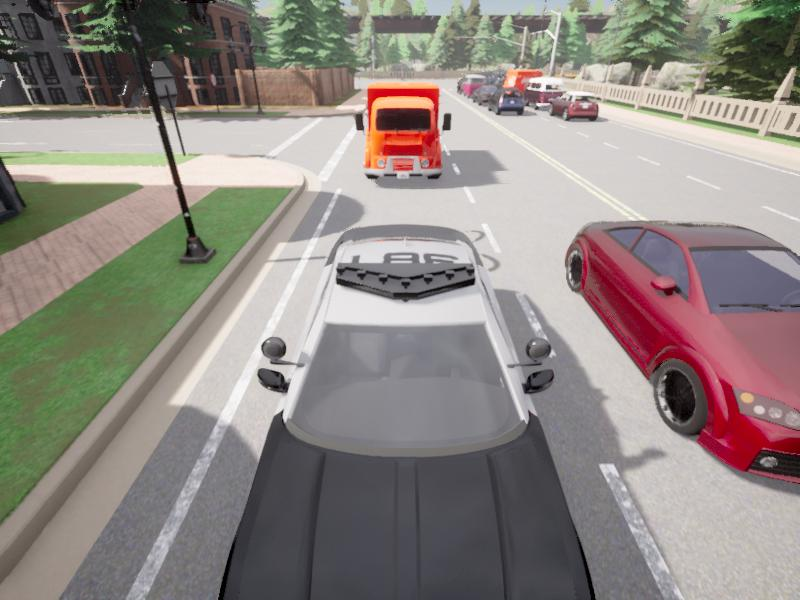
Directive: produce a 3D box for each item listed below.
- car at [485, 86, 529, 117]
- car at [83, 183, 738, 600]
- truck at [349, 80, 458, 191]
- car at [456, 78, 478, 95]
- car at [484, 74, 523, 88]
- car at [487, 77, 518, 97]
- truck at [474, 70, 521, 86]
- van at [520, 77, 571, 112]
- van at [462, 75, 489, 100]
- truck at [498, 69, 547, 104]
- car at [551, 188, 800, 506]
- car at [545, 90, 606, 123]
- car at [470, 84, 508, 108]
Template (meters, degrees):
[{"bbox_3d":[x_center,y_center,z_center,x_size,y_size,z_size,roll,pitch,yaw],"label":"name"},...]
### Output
[{"bbox_3d":[7.181,-13.568,27.192,1.851,1.617,3.988,0,31,0],"label":"car"},{"bbox_3d":[0.043,0.512,3.410,1.930,1.638,5.238,0,31,0],"label":"car"},{"bbox_3d":[0.093,-5.380,12.535,2.627,2.467,5.204,0,31,0],"label":"truck"},{"bbox_3d":[7.278,-23.553,44.087,1.789,1.549,3.705,0,31,0],"label":"car"},{"bbox_3d":[14.794,-31.514,57.447,5.027,1.651,2.152,0,31,0],"label":"car"},{"bbox_3d":[10.767,-22.583,42.379,2.033,1.649,4.856,0,31,0],"label":"car"},{"bbox_3d":[14.620,-33.504,60.338,6.274,2.098,2.390,0,31,0],"label":"truck"},{"bbox_3d":[10.696,-15.398,29.852,2.069,2.038,4.480,0,31,0],"label":"van"},{"bbox_3d":[7.249,-20.800,39.020,1.775,1.987,4.442,0,31,0],"label":"van"},{"bbox_3d":[10.733,-19.121,35.712,2.627,2.467,5.204,0,31,0],"label":"truck"},{"bbox_3d":[3.548,-0.035,4.598,1.994,1.385,4.181,0,31,0],"label":"car"},{"bbox_3d":[10.665,-11.968,24.620,1.970,1.475,3.806,0,31,0],"label":"car"},{"bbox_3d":[7.215,-16.923,33.061,2.033,1.411,5.357,0,31,0],"label":"car"}]
